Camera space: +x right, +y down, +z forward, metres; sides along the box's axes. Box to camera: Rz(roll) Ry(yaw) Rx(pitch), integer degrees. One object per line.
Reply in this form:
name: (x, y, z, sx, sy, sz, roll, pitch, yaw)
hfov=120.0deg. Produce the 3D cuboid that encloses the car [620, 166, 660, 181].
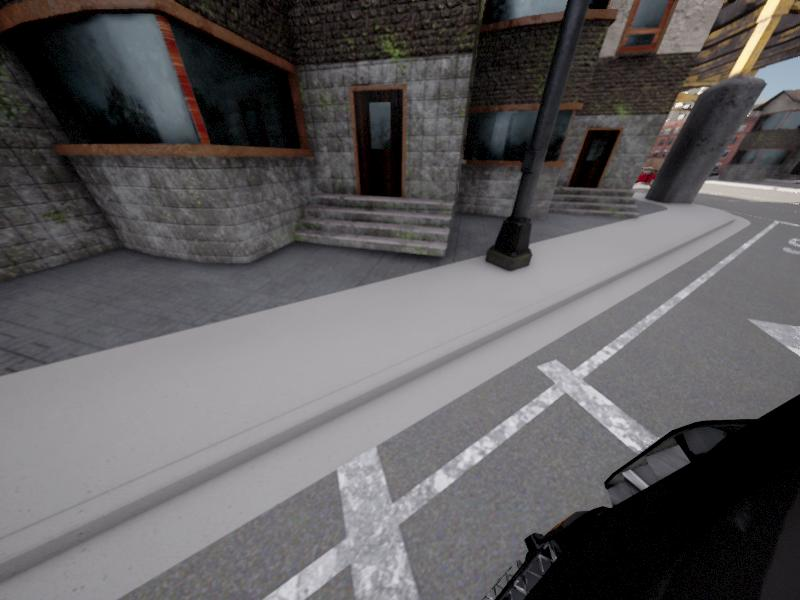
car: (32.439, -17.255, 31.406, 1.970, 1.475, 3.806, 9, 33, 12)

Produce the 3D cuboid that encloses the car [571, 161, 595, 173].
car: (36.733, -26.769, 46.439, 1.905, 1.878, 3.866, 7, 32, 9)

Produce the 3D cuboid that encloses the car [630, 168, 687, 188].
car: (26.520, -12.694, 23.921, 1.816, 1.474, 4.193, 9, 33, 12)

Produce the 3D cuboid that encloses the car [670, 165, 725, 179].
car: (46.636, -20.238, 36.437, 4.974, 1.542, 2.038, 28, 41, 36)
